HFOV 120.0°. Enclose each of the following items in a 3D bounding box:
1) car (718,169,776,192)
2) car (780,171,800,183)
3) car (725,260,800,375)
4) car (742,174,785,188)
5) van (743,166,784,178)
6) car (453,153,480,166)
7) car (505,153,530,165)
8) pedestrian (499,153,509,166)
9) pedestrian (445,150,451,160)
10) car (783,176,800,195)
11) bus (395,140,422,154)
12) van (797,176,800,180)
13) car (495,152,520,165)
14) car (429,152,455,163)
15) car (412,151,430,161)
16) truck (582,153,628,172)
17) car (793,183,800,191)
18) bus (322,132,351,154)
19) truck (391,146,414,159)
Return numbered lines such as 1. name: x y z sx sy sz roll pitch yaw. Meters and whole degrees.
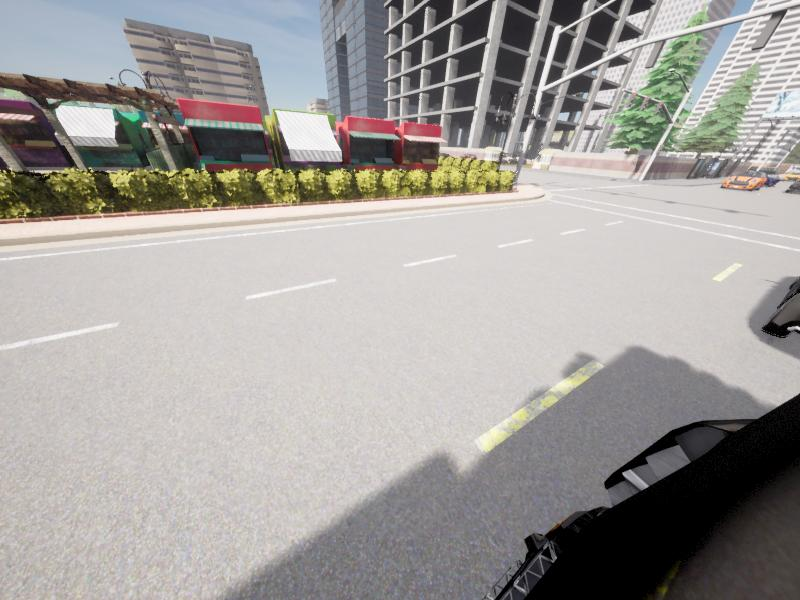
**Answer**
1. car: 35.162 -12.207 23.432 4.553 1.767 2.097 -15 38 -25
2. car: 67.427 -20.944 39.321 5.008 1.535 1.882 -15 38 -25
3. car: 7.433 -0.052 3.237 4.902 1.511 2.128 -15 38 -25
4. car: 43.892 -14.395 27.855 4.718 1.301 1.895 -15 38 -25
5. van: 82.490 -29.165 52.461 1.775 1.987 4.442 -15 38 -25
6. car: 10.931 -23.242 38.249 1.851 1.617 3.988 -16 38 -26
7. car: 23.684 -28.537 46.714 1.905 1.878 3.866 -15 38 -25
8. pedestrian: 17.207 -23.358 38.362 0.751 1.860 0.751 -24 42 -35
9. pedestrian: 10.174 -30.635 48.781 0.751 1.860 0.751 -16 38 -26
10. car: 39.909 -11.165 22.501 4.892 1.490 1.837 -15 38 -25
11. bus: 3.537 -61.997 93.754 10.273 4.253 3.944 -15 38 -25
12. van: 86.420 -25.343 46.470 1.988 2.561 5.915 -15 38 -25
13. car: 21.122 -27.832 45.453 1.905 1.878 3.866 -15 38 -25
14. car: 7.666 -26.496 42.961 1.882 1.535 5.008 -16 38 -26
15. car: 4.331 -29.871 47.773 1.789 1.549 3.705 -16 38 -26
16. truck: 37.044 -25.040 42.008 2.615 2.467 5.204 -15 38 -25
17. car: 46.194 -12.889 25.584 4.892 1.490 1.837 -15 38 -25
18. bus: -16.542 -40.493 59.710 3.944 4.253 10.273 -16 38 -26
19. truck: 0.512 -33.959 53.142 2.390 2.098 6.274 -16 38 -26
